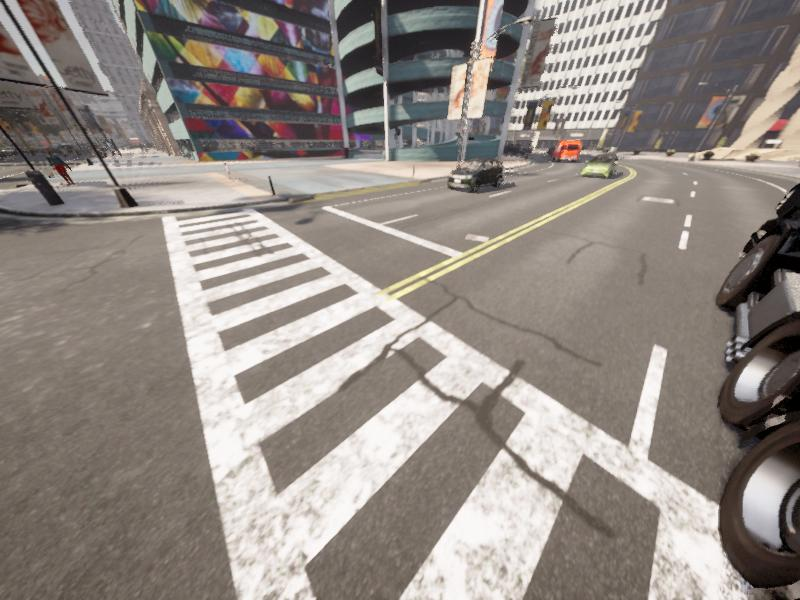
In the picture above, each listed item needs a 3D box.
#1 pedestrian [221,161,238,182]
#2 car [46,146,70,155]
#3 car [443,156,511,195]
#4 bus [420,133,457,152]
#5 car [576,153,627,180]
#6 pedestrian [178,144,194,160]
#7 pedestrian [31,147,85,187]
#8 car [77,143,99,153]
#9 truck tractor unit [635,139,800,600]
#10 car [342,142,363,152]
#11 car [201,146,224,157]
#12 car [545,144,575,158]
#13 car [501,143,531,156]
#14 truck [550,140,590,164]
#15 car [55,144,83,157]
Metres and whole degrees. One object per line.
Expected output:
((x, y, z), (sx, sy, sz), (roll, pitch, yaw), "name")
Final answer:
((-10.978, -8.268, 14.851), (0.500, 1.100, 0.500), (-22, 40, -29), "pedestrian")
((-75.134, -32.951, 50.803), (1.837, 1.490, 4.892), (-28, 43, -34), "car")
((4.395, -7.172, 13.160), (3.705, 1.549, 1.789), (-28, 43, -34), "car")
((11.030, -46.226, 67.736), (3.944, 4.253, 10.273), (-28, 43, -34), "bus")
((15.861, -10.563, 18.135), (2.007, 1.525, 4.514), (29, 44, 35), "car")
((-29.412, -20.321, 31.758), (0.751, 1.860, 0.751), (19, 39, 25), "pedestrian")
((-19.387, -7.564, 13.152), (0.751, 1.860, 0.751), (-19, 39, -26), "pedestrian")
((-80.164, -39.170, 59.400), (2.150, 2.045, 5.566), (-28, 43, -34), "car")
((4.878, -0.484, 1.048), (6.516, 4.208, 3.053), (-27, 42, -33), "truck tractor unit")
((-11.956, -38.749, 58.438), (2.435, 2.045, 5.566), (-28, 43, -34), "car")
((-33.764, -26.699, 41.540), (2.161, 1.482, 4.786), (-28, 43, -34), "car")
((27.980, -26.223, 40.659), (1.932, 1.855, 4.605), (0, 35, 0), "car")
((23.619, -30.906, 47.347), (2.150, 2.045, 5.566), (-8, 35, -12), "car")
((22.168, -19.619, 30.508), (2.627, 2.467, 5.204), (12, 36, 16), "truck")
((-62.930, -28.546, 44.050), (1.932, 1.855, 4.605), (-28, 43, -34), "car")
